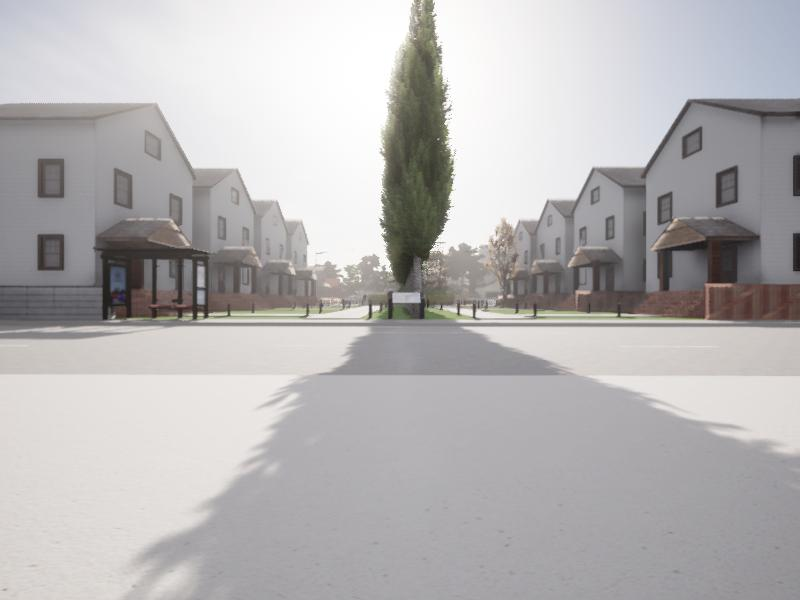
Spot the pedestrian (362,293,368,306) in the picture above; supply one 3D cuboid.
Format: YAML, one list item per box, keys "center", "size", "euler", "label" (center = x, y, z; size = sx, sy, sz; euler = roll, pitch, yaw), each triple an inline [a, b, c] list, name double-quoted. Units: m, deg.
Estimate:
- center: [-4.968, -0.107, 56.812]
  size: [0.751, 1.860, 0.751]
  euler: [0, 0, -17]
  label: "pedestrian"

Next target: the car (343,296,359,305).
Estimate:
- center: [-9.492, 0.154, 77.261]
  size: [2.033, 1.649, 4.856]
  euler: [0, 0, -18]
  label: "car"
